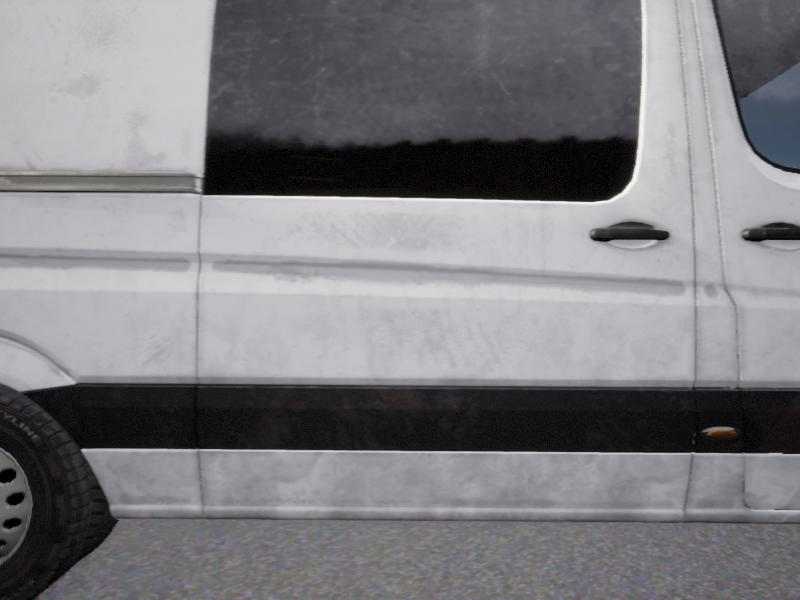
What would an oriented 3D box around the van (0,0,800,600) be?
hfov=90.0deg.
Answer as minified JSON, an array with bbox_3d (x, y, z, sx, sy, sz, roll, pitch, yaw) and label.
[{"bbox_3d":[0.362,-0.278,2.197,5.915,2.561,1.988,0,0,0],"label":"van"}]

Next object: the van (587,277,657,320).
[{"bbox_3d":[13.852,-0.208,25.314,1.775,1.987,4.442,0,10,-1],"label":"van"}]
